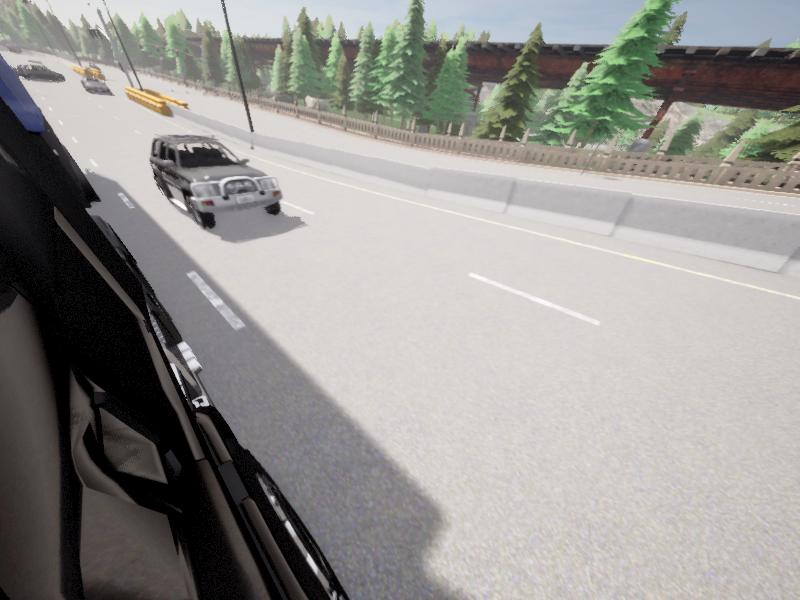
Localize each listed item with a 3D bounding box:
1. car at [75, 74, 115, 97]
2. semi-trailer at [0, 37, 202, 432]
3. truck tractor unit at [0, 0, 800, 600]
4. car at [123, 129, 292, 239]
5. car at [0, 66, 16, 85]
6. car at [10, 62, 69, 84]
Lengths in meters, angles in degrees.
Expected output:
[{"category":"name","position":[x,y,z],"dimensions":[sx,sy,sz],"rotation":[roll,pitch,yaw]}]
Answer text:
[{"category":"car","position":[-40.498,-28.479,30.645],"dimensions":[5.027,1.651,2.152],"rotation":[33,46,26]},{"category":"semi-trailer","position":[-8.684,-3.657,4.178],"dimensions":[14.254,4.402,2.717],"rotation":[29,43,29]},{"category":"truck tractor unit","position":[-2.645,-0.295,0.352],"dimensions":[6.516,4.208,3.053],"rotation":[28,44,30]},{"category":"car","position":[-5.389,-3.513,6.481],"dimensions":[4.605,1.855,1.932],"rotation":[28,43,30]},{"category":"car","position":[-48.259,-25.756,25.957],"dimensions":[5.366,1.575,1.801],"rotation":[2,42,-9]},{"category":"car","position":[-51.727,-32.688,33.304],"dimensions":[1.851,1.617,3.988],"rotation":[20,41,12]}]
